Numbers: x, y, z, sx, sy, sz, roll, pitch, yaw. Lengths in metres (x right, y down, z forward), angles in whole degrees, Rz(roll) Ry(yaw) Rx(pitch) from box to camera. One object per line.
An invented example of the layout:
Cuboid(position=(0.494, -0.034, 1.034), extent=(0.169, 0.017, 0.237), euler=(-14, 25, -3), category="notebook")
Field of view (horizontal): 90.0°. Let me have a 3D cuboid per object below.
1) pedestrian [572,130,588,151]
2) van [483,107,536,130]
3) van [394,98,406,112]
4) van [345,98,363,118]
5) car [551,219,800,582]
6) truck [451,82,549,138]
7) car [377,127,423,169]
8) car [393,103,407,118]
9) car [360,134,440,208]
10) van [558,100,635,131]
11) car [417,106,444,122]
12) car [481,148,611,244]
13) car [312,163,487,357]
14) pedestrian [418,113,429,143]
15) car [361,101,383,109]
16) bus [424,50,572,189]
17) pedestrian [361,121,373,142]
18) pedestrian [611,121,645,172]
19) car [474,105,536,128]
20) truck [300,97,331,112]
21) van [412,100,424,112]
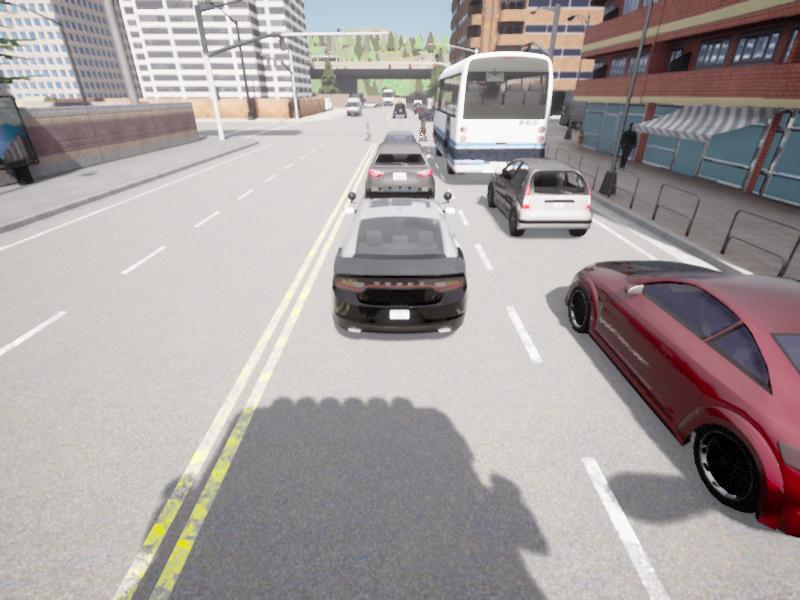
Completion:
Cuboid(position=(10.193, -9.042, 22.663), extent=(0.500, 1.100, 0.500), euler=(1, 27, 2), category="pedestrian")
Cuboid(position=(10.384, -17.358, 38.230), extent=(4.442, 1.987, 1.775), euler=(0, 27, 0), category="van")
Cuboid(position=(-0.002, -38.303, 78.510), extent=(2.351, 2.431, 6.366), euler=(0, 27, 0), category="van")
Cuboid(position=(-7.007, -29.373, 61.015), extent=(1.988, 2.561, 5.915), euler=(0, 27, 0), category="van")
Cuboid(position=(3.521, 0.386, 4.365), extent=(1.994, 1.385, 4.181), euler=(-1, 27, -2), category="car")
Cuboid(position=(8.454, -16.092, 33.754), extent=(8.468, 3.827, 2.891), euler=(-19, 33, -33), category="truck")
Cuboid(position=(0.001, -7.818, 20.308), extent=(2.033, 1.411, 5.357), euler=(0, 27, 0), category="car")
Cuboid(position=(-0.002, -27.291, 57.665), extent=(1.905, 1.878, 3.866), euler=(0, 27, 0), category="car")
Cuboid(position=(0.000, -4.569, 13.681), extent=(2.242, 1.667, 4.611), euler=(0, 27, 0), category="car")
Cuboid(position=(18.498, -17.546, 37.989), extent=(5.915, 2.561, 1.988), euler=(0, 27, 0), category="van")
Cuboid(position=(3.825, -23.830, 51.221), extent=(2.033, 1.649, 4.856), euler=(-7, 28, -11), category="car")
Cuboid(position=(3.502, -2.911, 10.523), extent=(1.851, 1.617, 3.988), euler=(0, 27, 0), category="car")
Cuboid(position=(-0.002, -1.183, 7.122), extent=(1.930, 1.638, 5.238), euler=(0, 27, 0), category="car")
Cuboid(position=(1.631, -12.016, 27.916), extent=(0.751, 1.860, 0.751), euler=(2, 27, 4), category="pedestrian")
Cuboid(position=(-6.619, -46.246, 94.776), extent=(4.974, 1.542, 2.038), euler=(0, 27, 0), category="car")
Cuboid(position=(3.380, -8.241, 18.004), extent=(3.944, 4.253, 10.273), euler=(0, 27, 0), category="bus")
Cuboid(position=(-2.347, -12.083, 28.660), extent=(0.751, 1.300, 0.751), euler=(-5, 28, -10), category="pedestrian")
Cuboid(position=(9.397, -6.335, 16.524), extent=(0.751, 1.860, 0.751), euler=(10, 29, 18), category="pedestrian")
Cuboid(position=(10.654, -18.850, 41.068), extent=(5.566, 2.045, 2.150), euler=(-1, 27, -2), category="car")
Cuboid(position=(-16.171, -37.581, 76.765), extent=(5.204, 2.467, 2.615), euler=(0, 27, 0), category="truck")
Cuboid(position=(3.495, -38.549, 79.429), extent=(2.069, 2.038, 4.480), euler=(0, 27, 0), category="van")
